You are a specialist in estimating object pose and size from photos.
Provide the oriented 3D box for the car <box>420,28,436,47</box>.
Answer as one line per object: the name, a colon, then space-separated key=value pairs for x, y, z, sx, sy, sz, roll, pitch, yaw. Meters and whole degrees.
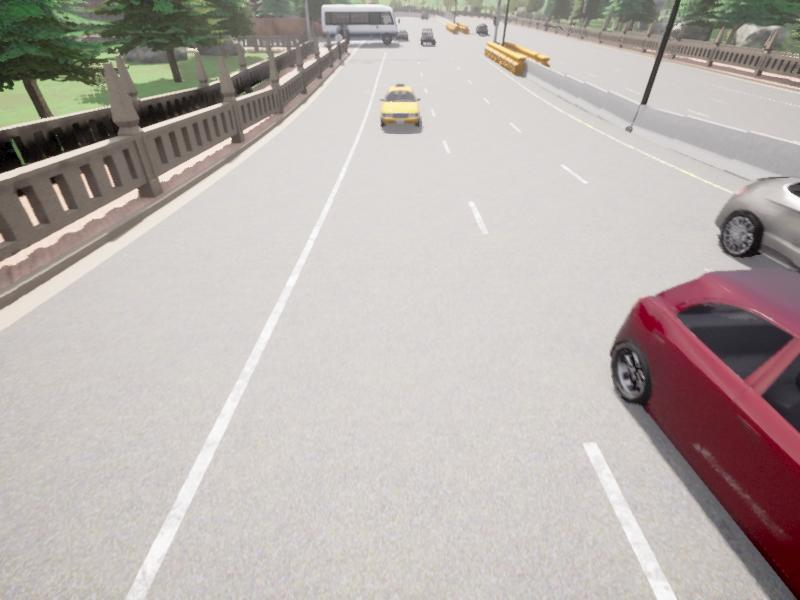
car: x=3.665 y=-34.781 z=52.941 sx=1.905 sy=1.878 sz=3.866 roll=0 pitch=37 yaw=0

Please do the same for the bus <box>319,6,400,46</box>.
bus: x=-5.274 y=-36.761 z=53.610 sx=10.273 sy=4.253 sz=3.944 roll=-3 pitch=37 yaw=-3

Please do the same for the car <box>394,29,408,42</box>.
car: x=0.222 y=-39.749 z=59.981 sx=1.994 sy=1.385 sz=4.181 roll=1 pitch=37 yaw=1

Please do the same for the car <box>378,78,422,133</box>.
car: x=0.009 y=-9.453 z=19.177 sx=1.801 sy=1.575 sz=5.366 roll=0 pitch=34 yaw=0

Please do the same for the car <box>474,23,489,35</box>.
car: x=14.243 y=-47.456 z=70.031 sx=1.851 sy=1.617 sz=3.988 roll=0 pitch=37 yaw=1

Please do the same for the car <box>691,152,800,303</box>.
car: x=7.007 y=-0.709 z=5.581 sx=2.152 sy=1.651 sz=5.027 roll=0 pitch=31 yaw=0

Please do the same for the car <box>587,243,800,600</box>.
car: x=3.207 y=1.015 z=2.751 sx=1.845 sy=1.501 sz=3.633 roll=-2 pitch=30 yaw=-3
